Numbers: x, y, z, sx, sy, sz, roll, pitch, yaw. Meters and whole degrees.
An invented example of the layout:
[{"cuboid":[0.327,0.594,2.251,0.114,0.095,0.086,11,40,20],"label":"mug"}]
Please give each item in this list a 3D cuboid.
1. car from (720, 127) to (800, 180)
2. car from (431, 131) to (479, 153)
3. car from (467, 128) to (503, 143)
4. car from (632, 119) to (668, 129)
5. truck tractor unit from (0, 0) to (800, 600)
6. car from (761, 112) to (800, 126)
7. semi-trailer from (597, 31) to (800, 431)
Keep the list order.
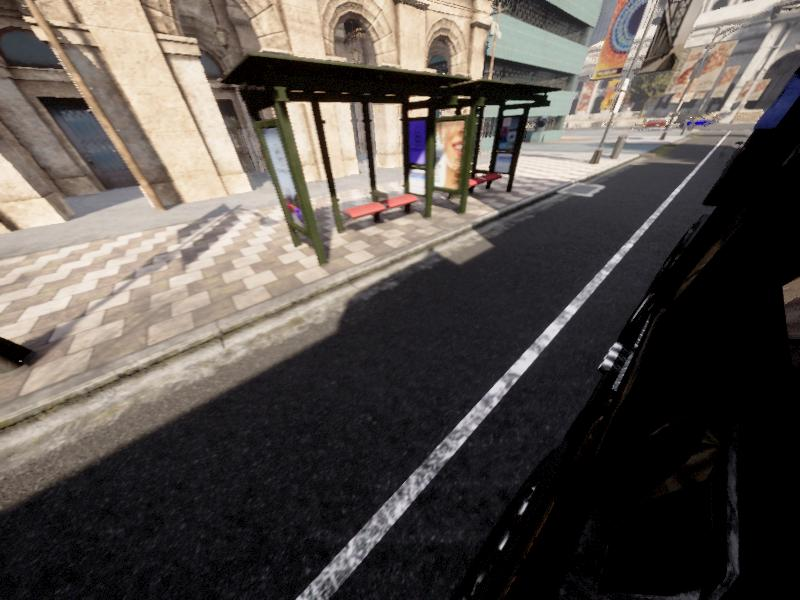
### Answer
[{"cuboid":[16.171,-6.559,10.126,4.892,1.490,1.837,-29,44,-30],"label":"car"},{"cuboid":[5.595,-16.071,23.446,4.786,1.482,2.161,-29,44,-30],"label":"car"},{"cuboid":[11.710,-22.679,31.828,4.902,1.511,2.128,-29,44,-30],"label":"car"},{"cuboid":[53.347,-37.649,49.324,2.163,1.488,4.792,-28,44,-30],"label":"car"},{"cuboid":[2.645,-0.295,0.351,6.516,4.208,3.053,-28,44,-30],"label":"truck tractor unit"},{"cuboid":[61.904,-28.718,36.631,2.033,1.649,4.856,-28,44,-30],"label":"car"},{"cuboid":[8.755,-3.568,4.168,14.254,4.402,2.717,-27,43,-29],"label":"semi-trailer"}]
